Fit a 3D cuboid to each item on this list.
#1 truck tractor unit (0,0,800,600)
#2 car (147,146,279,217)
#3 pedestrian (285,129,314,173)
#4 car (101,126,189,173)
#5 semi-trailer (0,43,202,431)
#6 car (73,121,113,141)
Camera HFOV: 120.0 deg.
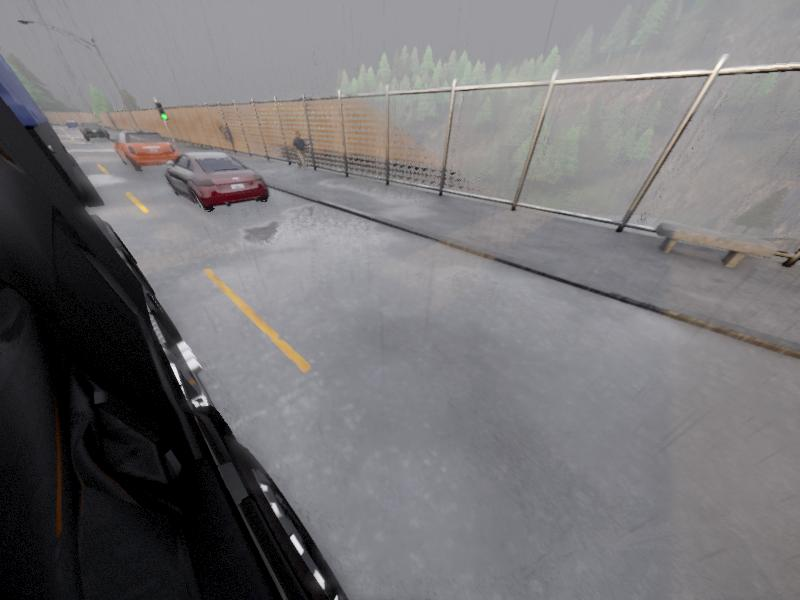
[{"bbox_3d":[-2.645,-0.295,0.351,6.516,4.208,3.053,28,44,30],"label":"truck tractor unit"},{"bbox_3d":[-6.287,-4.160,7.754,4.181,1.385,1.994,28,44,30],"label":"car"},{"bbox_3d":[-5.243,-7.818,12.114,0.751,1.860,0.751,27,43,30],"label":"pedestrian"},{"bbox_3d":[-13.963,-8.337,12.655,4.553,1.767,2.097,28,44,30],"label":"car"},{"bbox_3d":[-8.708,-3.567,4.265,14.254,4.402,2.717,28,44,30],"label":"semi-trailer"},{"bbox_3d":[-36.646,-20.207,27.557,4.553,1.767,2.097,28,44,31],"label":"car"}]
